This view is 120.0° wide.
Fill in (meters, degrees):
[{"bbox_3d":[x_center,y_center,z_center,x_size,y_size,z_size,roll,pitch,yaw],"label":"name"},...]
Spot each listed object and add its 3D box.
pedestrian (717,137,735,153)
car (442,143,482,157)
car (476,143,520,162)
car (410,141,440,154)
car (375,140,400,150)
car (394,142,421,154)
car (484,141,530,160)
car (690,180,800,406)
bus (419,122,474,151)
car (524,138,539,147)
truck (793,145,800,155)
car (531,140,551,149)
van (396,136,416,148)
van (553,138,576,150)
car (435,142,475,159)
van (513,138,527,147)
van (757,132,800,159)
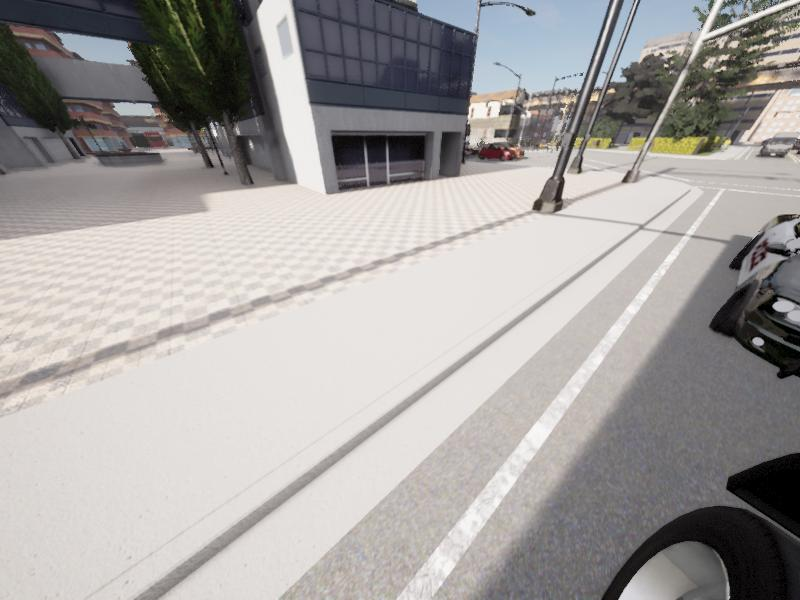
[{"bbox_3d":[47.726,-22.702,33.853,0.751,1.860,0.751,-29,44,-34],"label":"pedestrian"},{"bbox_3d":[8.756,-21.636,33.259,2.033,1.411,5.357,-24,42,-30],"label":"car"},{"bbox_3d":[11.039,-16.778,26.221,1.851,1.617,3.988,-24,42,-30],"label":"car"},{"bbox_3d":[4.009,-25.171,38.003,1.882,1.535,5.008,-25,43,-30],"label":"car"},{"bbox_3d":[-2.542,-30.034,44.654,2.033,1.411,5.357,-25,44,-30],"label":"car"},{"bbox_3d":[1.120,-23.938,36.417,1.994,1.385,4.181,-25,43,-30],"label":"car"},{"bbox_3d":[13.115,-18.631,28.665,2.097,1.767,4.553,-24,42,-30],"label":"car"},{"bbox_3d":[6.207,-0.323,2.991,4.974,1.542,2.038,-24,41,-29],"label":"car"},{"bbox_3d":[8.841,-32.483,45.795,3.944,4.253,10.273,-25,43,-30],"label":"bus"},{"bbox_3d":[37.916,-45.441,66.596,1.932,1.855,4.605,3,35,5],"label":"car"},{"bbox_3d":[57.115,-21.236,31.442,5.204,2.467,2.627,-24,42,-30],"label":"truck"},{"bbox_3d":[32.574,-36.001,53.503,1.801,1.575,5.366,3,35,5],"label":"car"},{"bbox_3d":[1.229,-34.124,49.738,2.069,2.038,4.480,-25,43,-30],"label":"van"},{"bbox_3d":[35.664,-34.011,50.213,2.069,2.038,4.480,3,35,5],"label":"van"},{"bbox_3d":[7.067,-19.645,30.274,2.033,1.649,4.856,-25,42,-30],"label":"car"},{"bbox_3d":[34.356,-45.281,66.305,1.775,1.987,4.442,3,35,5],"label":"van"},{"bbox_3d":[46.656,-19.079,28.417,5.915,2.561,1.988,-24,42,-30],"label":"van"}]
